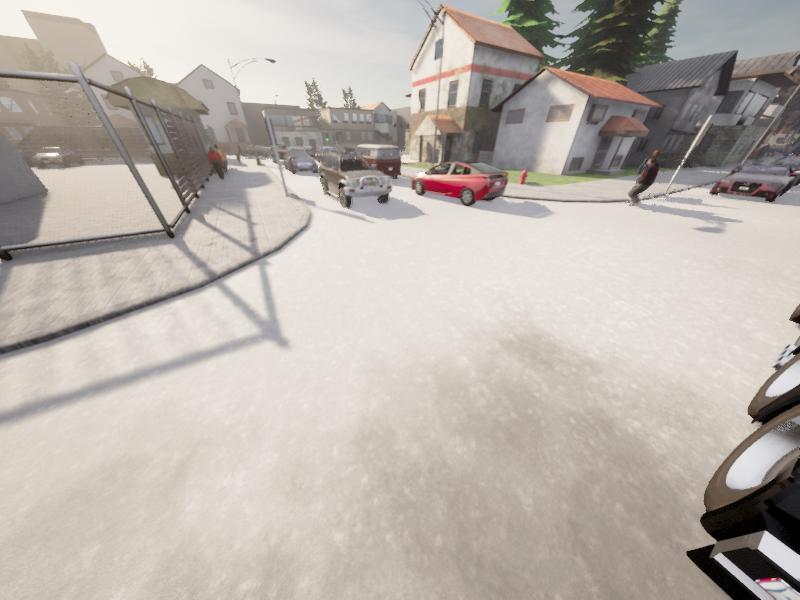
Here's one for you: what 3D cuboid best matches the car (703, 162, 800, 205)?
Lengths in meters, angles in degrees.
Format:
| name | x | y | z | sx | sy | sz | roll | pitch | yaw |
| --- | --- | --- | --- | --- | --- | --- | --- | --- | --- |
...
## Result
| name | x | y | z | sx | sy | sz | roll | pitch | yaw |
| --- | --- | --- | --- | --- | --- | --- | --- | --- | --- |
| car | 17.419 | -5.800 | 11.255 | 4.181 | 1.385 | 1.994 | -18 | 39 | -24 |

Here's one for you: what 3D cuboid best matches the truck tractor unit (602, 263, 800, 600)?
| name | x | y | z | sx | sy | sz | roll | pitch | yaw |
| --- | --- | --- | --- | --- | --- | --- | --- | --- | --- |
| truck tractor unit | 5.107 | -0.305 | 0.783 | 6.516 | 4.208 | 3.053 | -18 | 39 | -24 |

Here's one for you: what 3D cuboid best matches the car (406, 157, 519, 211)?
| name | x | y | z | sx | sy | sz | roll | pitch | yaw |
| --- | --- | --- | --- | --- | --- | --- | --- | --- | --- |
| car | 2.513 | -5.448 | 10.502 | 2.007 | 1.525 | 4.514 | -25 | 42 | -31 |

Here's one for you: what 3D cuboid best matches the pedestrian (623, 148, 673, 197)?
| name | x | y | z | sx | sy | sz | roll | pitch | yaw |
| --- | --- | --- | --- | --- | --- | --- | --- | --- | --- |
| pedestrian | 11.276 | -5.832 | 10.602 | 0.751 | 1.860 | 0.751 | 19 | 39 | 25 |

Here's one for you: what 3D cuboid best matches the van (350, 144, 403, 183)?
| name | x | y | z | sx | sy | sz | roll | pitch | yaw |
| --- | --- | --- | --- | --- | --- | --- | --- | --- | --- |
| van | -1.696 | -9.606 | 16.039 | 1.775 | 1.987 | 4.442 | -18 | 39 | -25 |

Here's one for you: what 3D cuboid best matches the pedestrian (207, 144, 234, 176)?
| name | x | y | z | sx | sy | sz | roll | pitch | yaw |
| --- | --- | --- | --- | --- | --- | --- | --- | --- | --- |
| pedestrian | -12.264 | -9.595 | 15.829 | 0.751 | 1.860 | 0.751 | -13 | 37 | -18 |

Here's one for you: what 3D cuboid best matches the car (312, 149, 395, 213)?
| name | x | y | z | sx | sy | sz | roll | pitch | yaw |
| --- | --- | --- | --- | --- | --- | --- | --- | --- | --- |
| car | -2.178 | -5.449 | 10.160 | 1.932 | 1.855 | 4.605 | -18 | 39 | -24 |

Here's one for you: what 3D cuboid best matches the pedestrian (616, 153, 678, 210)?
| name | x | y | z | sx | sy | sz | roll | pitch | yaw |
| --- | --- | --- | --- | --- | --- | --- | --- | --- | --- |
| pedestrian | 9.504 | -4.577 | 8.969 | 0.751 | 1.860 | 0.751 | -20 | 40 | -26 |

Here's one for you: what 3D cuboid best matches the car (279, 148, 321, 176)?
| name | x | y | z | sx | sy | sz | roll | pitch | yaw |
| --- | --- | --- | --- | --- | --- | --- | --- | --- | --- |
| car | -8.299 | -11.431 | 18.926 | 2.033 | 1.649 | 4.856 | -18 | 38 | -24 |

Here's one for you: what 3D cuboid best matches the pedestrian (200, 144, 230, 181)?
| name | x | y | z | sx | sy | sz | roll | pitch | yaw |
| --- | --- | --- | --- | --- | --- | --- | --- | --- | --- |
| pedestrian | -11.128 | -8.312 | 13.980 | 0.751 | 1.860 | 0.751 | -18 | 39 | -24 |

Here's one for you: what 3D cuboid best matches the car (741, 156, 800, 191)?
| name | x | y | z | sx | sy | sz | roll | pitch | yaw |
| --- | --- | --- | --- | --- | --- | --- | --- | --- | --- |
| car | 22.960 | -7.679 | 13.853 | 3.633 | 1.501 | 1.845 | -18 | 39 | -24 |
